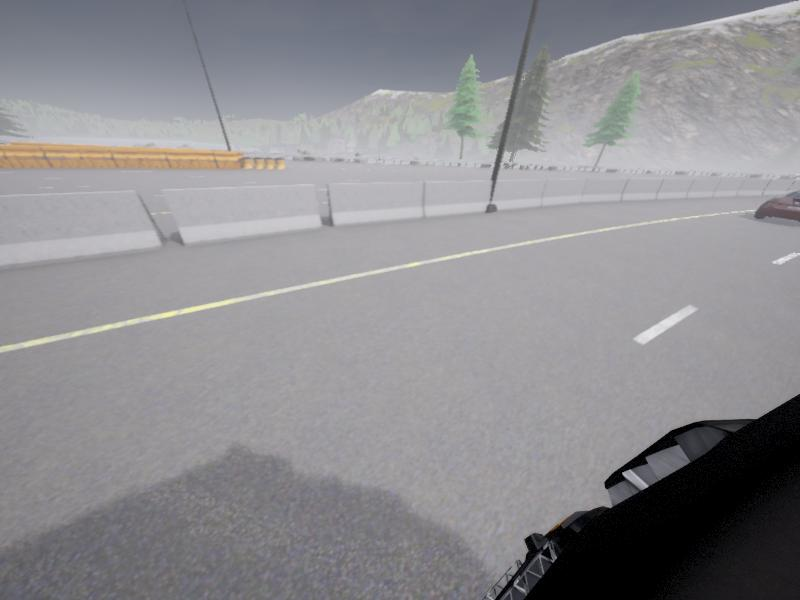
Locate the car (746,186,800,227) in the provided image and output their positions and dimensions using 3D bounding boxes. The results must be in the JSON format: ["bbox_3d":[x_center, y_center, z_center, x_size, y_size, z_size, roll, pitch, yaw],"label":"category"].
[{"bbox_3d":[18.938,-4.330,10.597,4.181,1.385,1.994,-10,36,-18],"label":"car"}]
